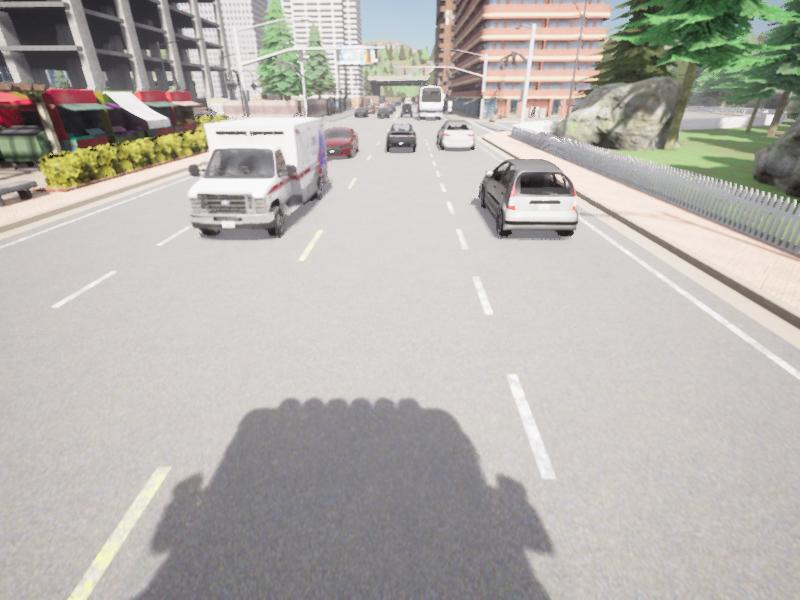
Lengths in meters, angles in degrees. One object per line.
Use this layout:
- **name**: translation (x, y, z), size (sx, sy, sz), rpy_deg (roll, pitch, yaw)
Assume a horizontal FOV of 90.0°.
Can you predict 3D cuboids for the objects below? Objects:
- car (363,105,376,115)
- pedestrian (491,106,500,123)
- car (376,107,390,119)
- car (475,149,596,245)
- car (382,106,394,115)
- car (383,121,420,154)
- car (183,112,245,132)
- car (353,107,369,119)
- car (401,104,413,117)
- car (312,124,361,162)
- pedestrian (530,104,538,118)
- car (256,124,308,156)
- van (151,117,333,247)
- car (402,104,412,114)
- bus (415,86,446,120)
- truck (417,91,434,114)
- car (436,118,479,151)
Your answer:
- **car**: translation (-5.674, -35.604, 74.897), size (1.851, 1.617, 3.988), rpy_deg (1, 27, 1)
- **pedestrian**: translation (11.613, -22.564, 48.722), size (0.751, 1.860, 0.751), rpy_deg (4, 27, 8)
- **car**: translation (-2.509, -28.534, 61.044), size (1.837, 1.490, 4.892), rpy_deg (1, 27, 1)
- **car**: translation (3.264, -2.905, 10.621), size (1.851, 1.617, 3.988), rpy_deg (1, 27, 1)
- **car**: translation (-2.191, -35.157, 74.142), size (2.033, 1.411, 5.357), rpy_deg (1, 27, 1)
- **car**: translation (0.124, -10.432, 25.503), size (2.128, 1.511, 4.902), rpy_deg (1, 27, 1)
- **car**: translation (-17.988, -17.399, 38.974), size (4.856, 1.649, 2.033), rpy_deg (1, 27, 1)
- **car**: translation (-5.981, -29.140, 62.205), size (1.882, 1.535, 5.008), rpy_deg (1, 27, 1)
- **car**: translation (1.107, -31.092, 65.650), size (1.905, 1.878, 3.866), rpy_deg (1, 27, 1)
- **car**: translation (-3.445, -9.034, 22.743), size (1.882, 1.535, 5.008), rpy_deg (1, 27, 1)
- **pedestrian**: translation (18.938, -26.690, 56.493), size (0.751, 1.860, 0.751), rpy_deg (6, 28, 12)
- **car**: translation (-6.918, -9.597, 23.868), size (1.845, 1.501, 3.633), rpy_deg (0, 27, 1)
- **van**: translation (-3.720, -3.726, 11.347), size (2.351, 2.431, 6.366), rpy_deg (1, 27, 1)
- **car**: translation (1.438, -37.871, 79.311), size (1.801, 1.575, 5.366), rpy_deg (1, 27, 1)
- **bus**: translation (4.365, -29.659, 60.201), size (3.944, 4.253, 10.273), rpy_deg (1, 27, 1)
- **truck**: translation (4.936, -38.758, 78.522), size (2.891, 3.827, 8.468), rpy_deg (1, 27, 1)
- **car**: translation (3.645, -10.955, 26.347), size (2.242, 1.667, 4.611), rpy_deg (1, 27, 1)
